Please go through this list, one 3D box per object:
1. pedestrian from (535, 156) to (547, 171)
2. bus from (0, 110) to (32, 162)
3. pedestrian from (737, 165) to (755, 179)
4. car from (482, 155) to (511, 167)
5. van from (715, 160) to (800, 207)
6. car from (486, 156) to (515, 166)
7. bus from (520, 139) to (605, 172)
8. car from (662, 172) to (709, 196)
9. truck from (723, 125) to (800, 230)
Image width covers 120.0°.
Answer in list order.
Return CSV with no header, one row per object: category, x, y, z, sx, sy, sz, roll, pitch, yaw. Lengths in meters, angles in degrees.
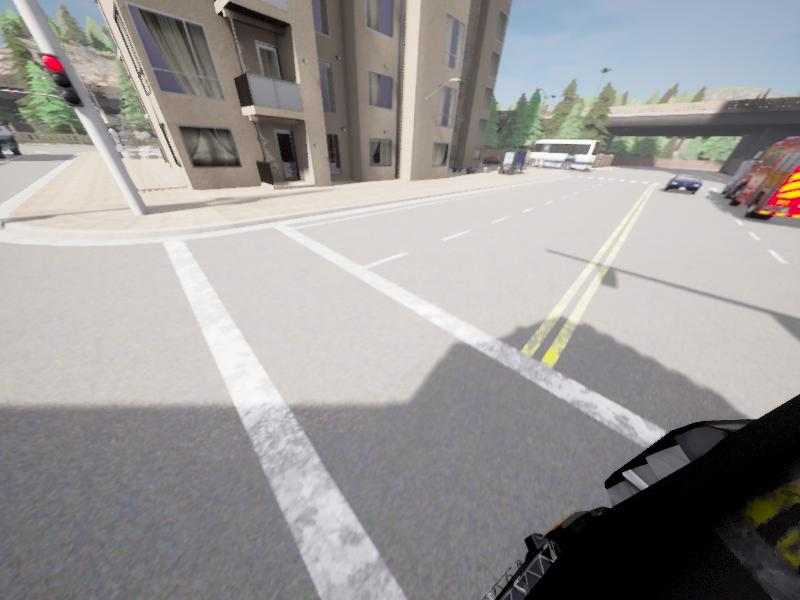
pedestrian,21.141,-20.507,34.639,0.751,1.860,0.751,-9,35,-17
bus,-34.710,-13.599,17.959,10.273,4.253,3.944,30,42,35
pedestrian,54.449,-20.096,36.380,0.751,1.860,0.751,30,42,35
car,16.861,-24.347,40.494,4.193,1.474,1.816,30,42,34
van,26.033,-8.693,16.840,6.366,2.431,2.351,-27,44,-37
car,18.699,-25.929,43.114,4.181,1.385,1.994,29,42,34
bus,27.214,-24.863,39.545,3.944,4.253,10.273,-23,42,-34
car,23.729,-9.778,19.325,4.718,1.301,1.895,-27,44,-37
truck,19.760,-6.011,11.059,8.468,3.827,2.891,-27,44,-37
